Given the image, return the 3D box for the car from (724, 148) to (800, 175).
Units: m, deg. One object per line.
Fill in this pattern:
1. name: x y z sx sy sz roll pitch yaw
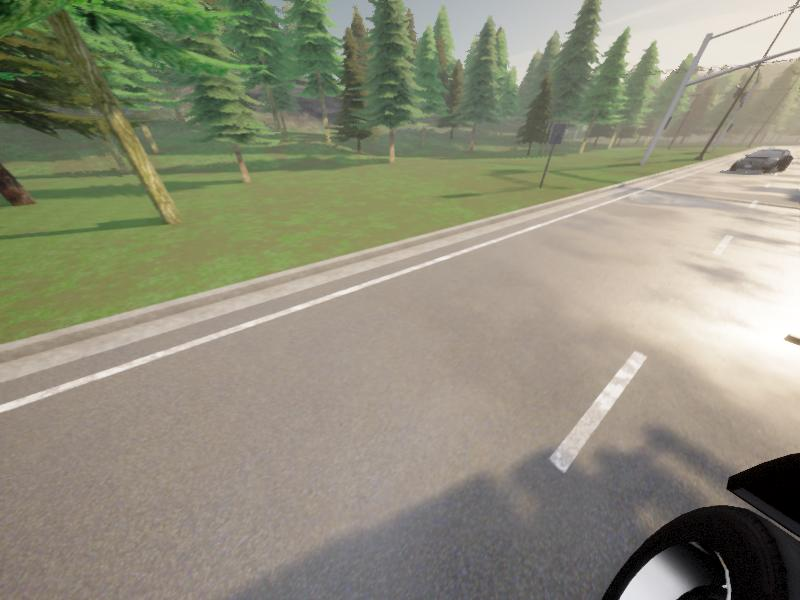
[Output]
1. car: 26.514 -10.130 16.815 4.674 1.442 1.812 -15 37 -20
